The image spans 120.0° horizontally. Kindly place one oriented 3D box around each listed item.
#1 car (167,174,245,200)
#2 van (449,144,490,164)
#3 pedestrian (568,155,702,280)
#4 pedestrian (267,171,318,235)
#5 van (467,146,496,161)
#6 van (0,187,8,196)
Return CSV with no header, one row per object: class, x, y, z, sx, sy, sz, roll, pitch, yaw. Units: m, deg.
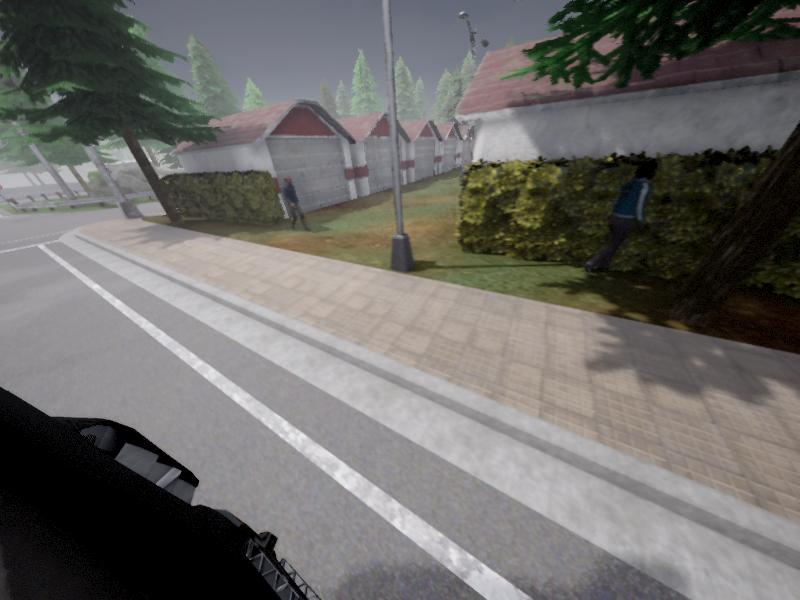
car,-17.590,-10.508,21.271,2.128,1.511,4.902,15,37,27
van,11.704,-24.802,39.202,6.366,2.431,2.351,7,35,17
pedestrian,3.792,-1.355,3.971,0.751,1.860,0.751,0,33,6
pedestrian,-3.561,-3.252,7.785,0.751,1.860,0.751,15,37,27
van,14.516,-26.149,41.376,4.442,1.987,1.775,13,36,24
van,-72.980,-18.933,40.111,1.775,1.987,4.442,15,37,27
